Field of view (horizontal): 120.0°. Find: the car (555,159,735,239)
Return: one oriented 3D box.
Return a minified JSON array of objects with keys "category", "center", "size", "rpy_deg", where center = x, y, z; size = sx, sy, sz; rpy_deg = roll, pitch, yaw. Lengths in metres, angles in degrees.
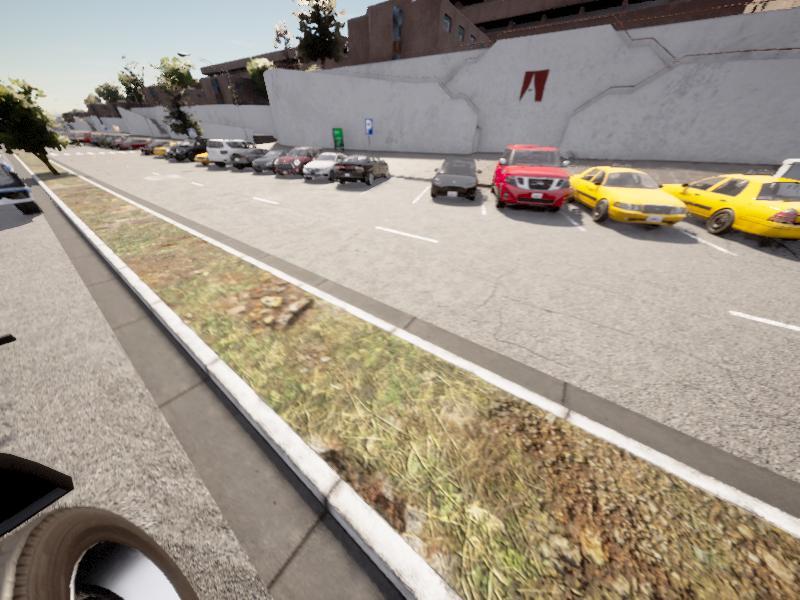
[{"category":"car","center":[7.668,-3.948,8.253],"size":[1.946,1.575,5.366],"rpy_deg":[9,35,12]}]

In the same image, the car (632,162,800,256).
[{"category":"car","center":[10.214,-3.149,7.150],"size":[1.946,1.575,5.366],"rpy_deg":[9,35,12]}]

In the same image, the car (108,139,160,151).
[{"category":"car","center":[-41.439,-24.373,36.240],"size":[2.163,1.488,4.792],"rpy_deg":[10,36,11]}]

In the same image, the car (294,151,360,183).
[{"category":"car","center":[-4.568,-9.008,15.456],"size":[2.002,1.452,4.674],"rpy_deg":[9,35,12]}]

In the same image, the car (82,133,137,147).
[{"category":"car","center":[-53.655,-29.760,42.938],"size":[2.435,2.045,5.566],"rpy_deg":[10,36,11]}]

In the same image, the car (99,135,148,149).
[{"category":"car","center":[-46.341,-26.567,38.899],"size":[2.185,1.767,4.553],"rpy_deg":[10,36,12]}]

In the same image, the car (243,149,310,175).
[{"category":"car","center":[-9.480,-11.011,18.261],"size":[2.002,1.452,4.674],"rpy_deg":[10,36,12]}]

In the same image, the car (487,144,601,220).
[{"category":"car","center":[5.259,-5.238,9.643],"size":[2.435,2.045,5.566],"rpy_deg":[9,35,12]}]

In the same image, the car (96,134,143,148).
[{"category":"car","center":[-48.743,-27.760,40.329],"size":[1.878,1.987,4.442],"rpy_deg":[10,36,12]}]

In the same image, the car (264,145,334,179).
[{"category":"car","center":[-7.015,-10.162,16.788],"size":[2.185,1.767,4.553],"rpy_deg":[9,35,12]}]

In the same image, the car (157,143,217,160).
[{"category":"car","center":[-24.233,-17.133,26.615],"size":[2.002,1.452,4.674],"rpy_deg":[10,36,11]}]

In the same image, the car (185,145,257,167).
[{"category":"car","center":[-16.907,-13.988,22.278],"size":[1.946,1.575,5.366],"rpy_deg":[10,36,12]}]

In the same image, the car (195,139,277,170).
[{"category":"car","center":[-14.393,-13.291,20.912],"size":[2.435,2.045,5.566],"rpy_deg":[9,36,12]}]

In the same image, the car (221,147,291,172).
[{"category":"car","center":[-11.942,-12.050,19.677],"size":[2.163,1.488,4.792],"rpy_deg":[9,35,12]}]

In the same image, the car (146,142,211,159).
[{"category":"car","center":[-26.651,-18.301,28.119],"size":[1.946,1.575,5.366],"rpy_deg":[10,36,12]}]

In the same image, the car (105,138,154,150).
[{"category":"car","center":[-43.898,-25.416,37.646],"size":[2.002,1.452,4.674],"rpy_deg":[10,36,12]}]

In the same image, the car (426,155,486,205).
[{"category":"car","center":[2.797,-6.005,11.207],"size":[2.163,1.488,4.792],"rpy_deg":[9,35,12]}]

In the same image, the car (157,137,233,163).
[{"category":"car","center":[-21.773,-16.320,25.037],"size":[2.435,2.045,5.566],"rpy_deg":[10,36,11]}]

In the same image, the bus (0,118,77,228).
[{"category":"bus","center":[-16.423,-5.368,7.748],"size":[10.273,4.253,3.944],"rpy_deg":[22,40,28]}]

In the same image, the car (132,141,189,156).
[{"category":"car","center":[-31.613,-20.227,30.726],"size":[2.163,1.488,4.792],"rpy_deg":[10,36,11]}]

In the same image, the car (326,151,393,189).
[{"category":"car","center":[-2.118,-8.037,14.022],"size":[2.097,1.535,5.008],"rpy_deg":[9,35,12]}]
